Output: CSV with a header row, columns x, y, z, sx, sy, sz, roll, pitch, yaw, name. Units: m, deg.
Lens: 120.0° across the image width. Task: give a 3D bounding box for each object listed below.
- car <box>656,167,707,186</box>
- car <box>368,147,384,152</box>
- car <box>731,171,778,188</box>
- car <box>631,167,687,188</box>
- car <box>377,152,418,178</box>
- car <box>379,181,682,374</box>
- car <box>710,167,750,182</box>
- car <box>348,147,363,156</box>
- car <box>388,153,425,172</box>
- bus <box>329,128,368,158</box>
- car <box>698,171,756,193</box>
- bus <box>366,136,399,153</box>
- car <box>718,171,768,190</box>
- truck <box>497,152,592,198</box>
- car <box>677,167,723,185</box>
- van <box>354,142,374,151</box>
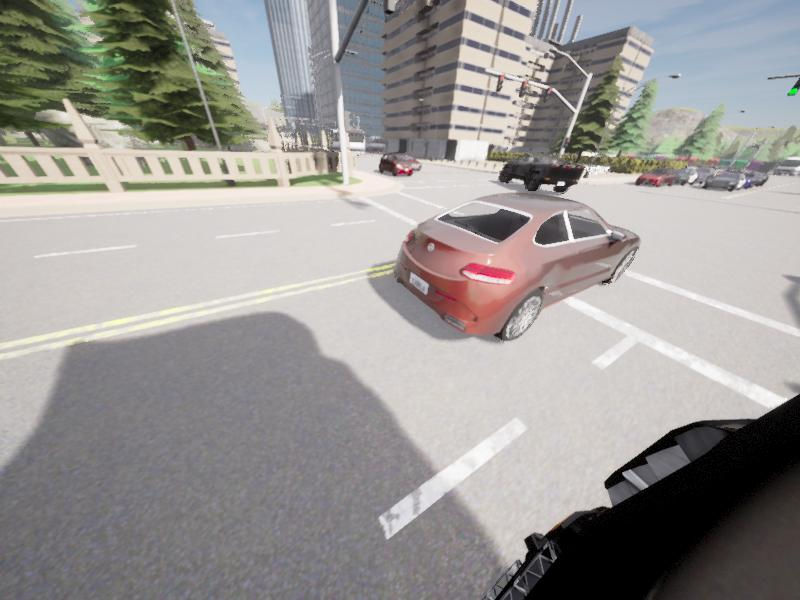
x,y,z,sx,sy,sz,roll,pitch,yaw,name
30.499,-13.406,25.056,4.974,1.542,2.038,-16,38,-26,car
-7.641,-48.669,74.785,4.718,1.301,1.895,-16,38,-26,car
42.875,-14.676,27.971,4.902,1.511,2.128,-16,38,-26,car
25.076,-11.899,22.371,4.514,1.525,2.007,-15,38,-25,car
-0.344,-11.827,20.141,1.851,1.617,3.988,-14,38,-24,car
2.352,-1.015,4.184,5.027,1.651,2.152,-18,39,-28,car
49.369,-18.840,34.575,4.611,1.667,2.242,-16,38,-26,car
-9.886,-33.052,51.212,1.816,1.474,4.193,-16,38,-26,car
0.570,-14.800,24.804,1.812,1.442,4.674,-16,38,-26,car
-10.244,-30.600,45.019,3.944,4.253,10.273,-16,38,-26,bus
31.330,-11.394,22.117,4.974,1.542,2.038,-16,38,-26,car
-5.896,-52.529,78.037,10.273,4.253,3.944,-16,38,-26,bus
37.368,-13.112,25.176,4.514,1.525,2.007,-16,38,-26,car
9.531,-8.999,16.267,2.390,2.098,6.274,1,34,-5,truck
36.516,-15.159,28.076,4.856,1.649,2.033,-16,38,-26,car
-12.183,-52.340,78.889,6.366,2.431,2.351,-16,38,-26,van
